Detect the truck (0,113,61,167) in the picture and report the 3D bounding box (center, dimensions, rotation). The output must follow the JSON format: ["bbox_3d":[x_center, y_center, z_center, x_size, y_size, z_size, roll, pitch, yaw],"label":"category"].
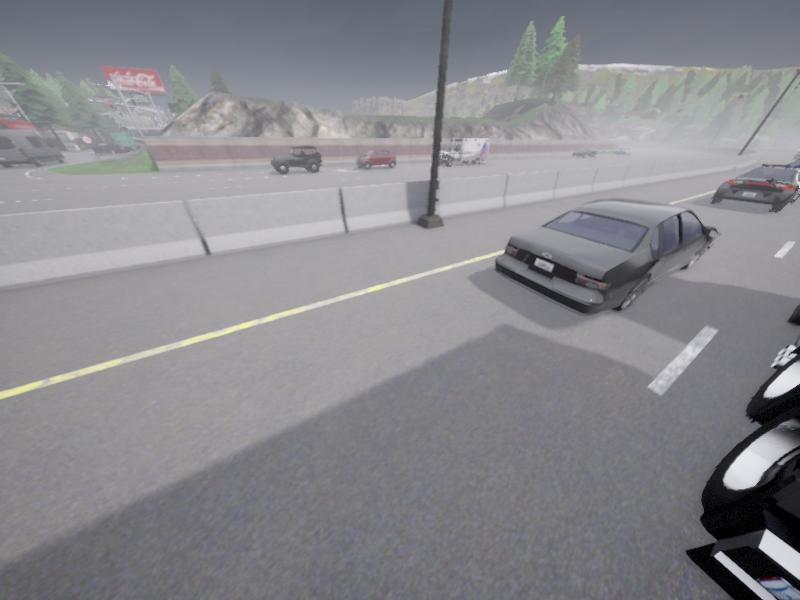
[{"bbox_3d":[-36.943,-14.735,21.139,2.891,3.827,8.468,-19,39,-25],"label":"truck"}]

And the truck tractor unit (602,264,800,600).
[{"bbox_3d":[5.116,-0.294,0.788,6.516,4.208,3.053,-18,39,-24],"label":"truck tractor unit"}]

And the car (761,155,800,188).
[{"bbox_3d":[26.368,-8.410,15.039,4.974,1.542,2.038,-18,39,-24],"label":"car"}]

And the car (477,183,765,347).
[{"bbox_3d":[4.350,-1.197,4.559,5.357,1.411,2.033,-18,39,-24],"label":"car"}]

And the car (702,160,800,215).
[{"bbox_3d":[16.091,-5.069,10.130,4.974,1.542,2.038,-18,39,-24],"label":"car"}]

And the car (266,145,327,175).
[{"bbox_3d":[-8.153,-11.184,18.358,3.866,1.878,1.905,-18,39,-24],"label":"car"}]

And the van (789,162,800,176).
[{"bbox_3d":[35.893,-11.939,19.320,5.915,2.561,1.988,-18,39,-25],"label":"van"}]

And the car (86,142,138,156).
[{"bbox_3d":[-43.755,-23.168,35.353,1.882,1.535,5.008,-1,35,-3],"label":"car"}]

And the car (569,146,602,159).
[{"bbox_3d":[29.347,-23.309,36.491,5.008,1.535,1.882,-19,39,-26],"label":"car"}]

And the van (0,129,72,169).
[{"bbox_3d":[-32.018,-12.966,19.768,1.988,2.561,5.915,-18,39,-25],"label":"van"}]

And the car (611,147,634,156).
[{"bbox_3d":[42.634,-28.404,44.167,4.718,1.301,1.895,-24,42,-31],"label":"car"}]

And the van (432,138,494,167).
[{"bbox_3d":[6.884,-16.290,25.388,6.366,2.431,2.351,-18,39,-24],"label":"van"}]

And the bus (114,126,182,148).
[{"bbox_3d":[-62.585,-40.870,58.086,3.944,4.253,10.273,9,36,12],"label":"bus"}]

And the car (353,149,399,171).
[{"bbox_3d":[-2.149,-12.996,21.323,3.705,1.549,1.789,-18,39,-24],"label":"car"}]
